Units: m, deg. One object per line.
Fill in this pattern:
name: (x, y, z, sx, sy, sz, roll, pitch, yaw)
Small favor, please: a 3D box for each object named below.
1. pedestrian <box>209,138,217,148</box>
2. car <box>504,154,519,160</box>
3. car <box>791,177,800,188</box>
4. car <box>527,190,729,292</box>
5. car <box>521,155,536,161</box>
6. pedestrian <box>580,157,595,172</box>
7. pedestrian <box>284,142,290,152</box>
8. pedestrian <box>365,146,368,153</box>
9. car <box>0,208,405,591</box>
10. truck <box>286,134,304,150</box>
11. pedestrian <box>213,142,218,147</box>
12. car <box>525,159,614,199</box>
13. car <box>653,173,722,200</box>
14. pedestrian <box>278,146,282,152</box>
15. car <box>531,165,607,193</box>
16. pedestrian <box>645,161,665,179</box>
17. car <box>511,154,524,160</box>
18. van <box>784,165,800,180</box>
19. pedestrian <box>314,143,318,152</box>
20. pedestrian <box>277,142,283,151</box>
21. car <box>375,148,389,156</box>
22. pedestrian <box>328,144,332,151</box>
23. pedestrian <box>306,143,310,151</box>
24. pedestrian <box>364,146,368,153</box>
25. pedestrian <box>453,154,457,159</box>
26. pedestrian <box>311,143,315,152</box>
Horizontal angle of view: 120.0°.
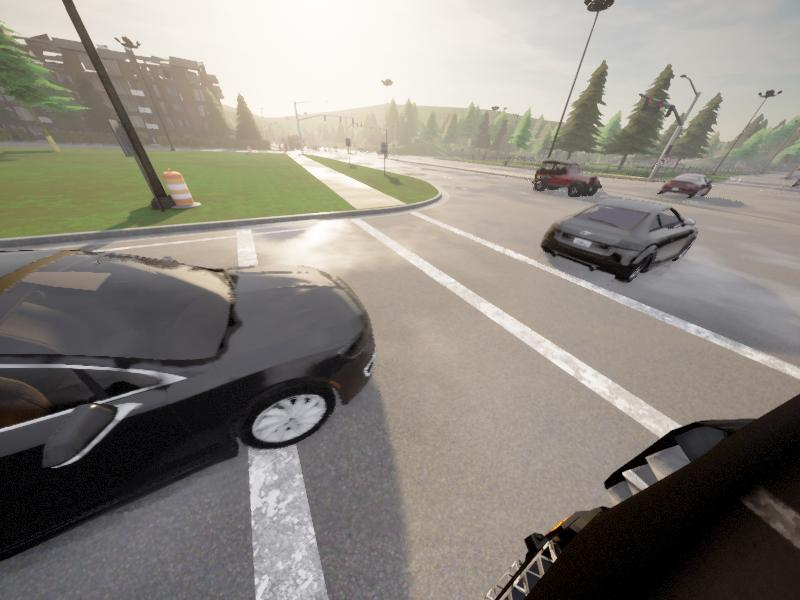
pedestrian: (-43.516, -36.615, 53.722, 0.751, 1.860, 0.751, -16, 38, -25)
car: (41.597, -53.253, 86.076, 5.027, 1.651, 2.152, -16, 38, -26)
car: (53.744, -15.530, 29.970, 5.027, 1.651, 2.152, -16, 38, -26)
car: (5.599, -1.740, 5.753, 4.181, 1.385, 1.994, -16, 38, -26)
car: (45.078, -49.897, 81.013, 4.856, 1.649, 2.033, -16, 38, -26)
pedestrian: (28.027, -20.246, 34.563, 0.751, 1.860, 0.751, -13, 37, -22)
pedestrian: (-25.701, -34.607, 52.338, 0.751, 1.860, 0.751, -18, 39, -28)
pedestrian: (-10.371, -46.527, 71.502, 0.751, 1.860, 0.751, -20, 40, -31)
car: (-2.567, 0.531, 1.598, 4.892, 1.490, 1.837, -16, 38, -26)
truck: (-32.538, -48.784, 71.424, 2.891, 3.827, 8.468, -16, 38, -26)
pedestrian: (-43.503, -36.667, 54.488, 0.500, 1.100, 0.500, -16, 38, -26)
car: (10.783, -7.971, 15.058, 1.905, 1.878, 3.866, -16, 38, -25)
car: (21.039, -8.396, 16.886, 4.674, 1.442, 1.812, -16, 38, -26)
pedestrian: (-27.082, -34.067, 52.109, 0.500, 1.100, 0.500, -9, 35, -17)
car: (12.922, -9.514, 18.015, 1.994, 1.385, 4.181, -15, 38, -25)
pedestrian: (31.504, -16.082, 28.562, 0.751, 1.860, 0.751, -13, 37, -23)
car: (42.035, -51.225, 82.885, 3.988, 1.617, 1.851, -16, 38, -26)
van: (83.758, -26.632, 48.242, 6.366, 2.431, 2.351, -16, 38, -26)
pedestrian: (-23.271, -42.184, 63.931, 0.751, 1.860, 0.751, -18, 39, -29)
pedestrian: (-28.713, -36.703, 55.262, 0.751, 1.860, 0.751, -15, 37, -25)
car: (-5.013, -40.863, 63.584, 1.930, 1.638, 5.238, -15, 37, -25)
pedestrian: (-21.951, -47.566, 72.056, 0.751, 1.860, 0.751, -16, 38, -26)
pedestrian: (-25.064, -41.595, 62.908, 0.751, 1.860, 0.751, -17, 39, -27)
pedestrian: (-10.704, -47.069, 72.248, 0.751, 1.860, 0.751, -21, 41, -32)
pedestrian: (13.843, -36.310, 58.343, 0.500, 1.100, 0.500, -13, 37, -23)
pedestrian: (-23.907, -41.963, 63.550, 0.751, 1.860, 0.751, -18, 39, -29)
